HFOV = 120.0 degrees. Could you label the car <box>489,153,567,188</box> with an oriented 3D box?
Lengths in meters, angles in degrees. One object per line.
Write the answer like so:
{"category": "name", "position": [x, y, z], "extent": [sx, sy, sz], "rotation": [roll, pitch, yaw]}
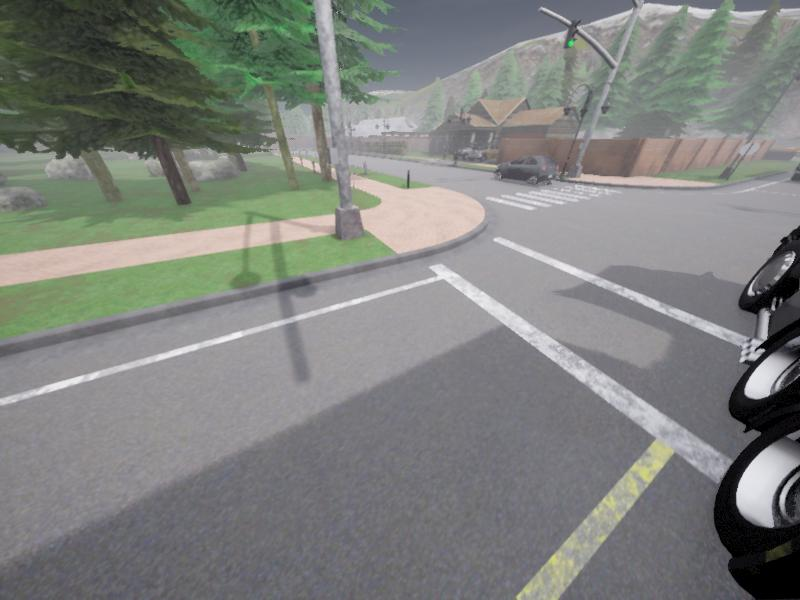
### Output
{"category": "car", "position": [7.846, -8.264, 14.566], "extent": [1.845, 1.501, 3.633], "rotation": [-18, 39, -24]}

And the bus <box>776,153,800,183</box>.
{"category": "bus", "position": [31.224, -10.247, 15.191], "extent": [10.273, 4.253, 3.944], "rotation": [-17, 38, -23]}

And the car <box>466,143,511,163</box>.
{"category": "car", "position": [10.143, -17.006, 26.607], "extent": [4.605, 1.855, 1.932], "rotation": [-18, 39, -24]}

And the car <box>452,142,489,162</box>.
{"category": "car", "position": [8.563, -18.147, 28.242], "extent": [3.866, 1.878, 1.905], "rotation": [-18, 39, -24]}

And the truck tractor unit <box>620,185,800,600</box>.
{"category": "truck tractor unit", "position": [4.974, -0.414, 0.968], "extent": [6.516, 4.208, 3.053], "rotation": [-23, 41, -30]}

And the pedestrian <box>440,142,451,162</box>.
{"category": "pedestrian", "position": [5.152, -16.768, 26.188], "extent": [0.751, 1.860, 0.751], "rotation": [-20, 40, -27]}
